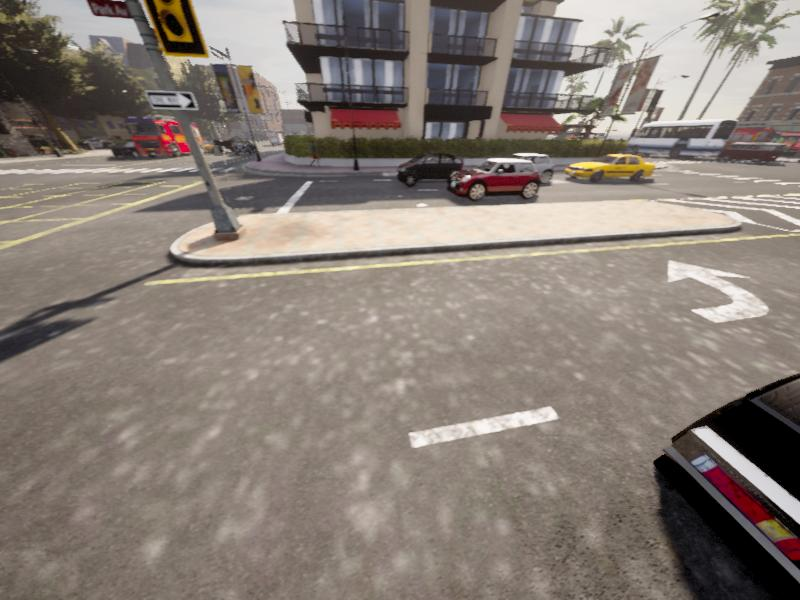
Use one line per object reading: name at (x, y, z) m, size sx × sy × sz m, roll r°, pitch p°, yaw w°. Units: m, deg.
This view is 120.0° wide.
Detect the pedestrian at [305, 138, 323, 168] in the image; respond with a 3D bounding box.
pedestrian at (-6.535, -11.189, 17.616) m, size 0.751 × 1.860 × 0.751 m, roll 0°, pitch 35°, yaw -1°

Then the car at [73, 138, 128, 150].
car at (-47.548, -24.858, 36.769) m, size 4.974 × 1.542 × 2.038 m, roll -5°, pitch 36°, yaw -8°

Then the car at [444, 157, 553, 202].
car at (4.209, -5.472, 10.388) m, size 3.806 × 1.475 × 1.970 m, roll -6°, pitch 36°, yaw -9°

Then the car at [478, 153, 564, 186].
car at (7.021, -7.813, 13.719) m, size 3.806 × 1.475 × 1.970 m, roll -5°, pitch 36°, yaw -9°

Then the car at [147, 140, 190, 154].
car at (-31.216, -20.793, 31.388) m, size 1.812 × 1.442 × 4.674 m, roll -6°, pitch 36°, yaw -9°

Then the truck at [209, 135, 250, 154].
truck at (-24.709, -22.913, 33.901) m, size 2.390 × 2.098 × 6.274 m, roll -6°, pitch 36°, yaw -9°

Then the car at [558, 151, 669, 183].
car at (13.402, -8.483, 14.676) m, size 5.366 × 1.575 × 1.801 m, roll -5°, pitch 36°, yaw -9°

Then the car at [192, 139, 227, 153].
car at (-28.422, -23.188, 34.678) m, size 1.801 × 1.575 × 5.366 m, roll -6°, pitch 36°, yaw -9°

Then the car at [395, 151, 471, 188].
car at (1.677, -7.317, 12.874) m, size 3.705 × 1.549 × 1.789 m, roll -6°, pitch 36°, yaw -9°

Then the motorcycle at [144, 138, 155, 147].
motorcycle at (-48.525, -30.588, 44.793) m, size 0.764 × 1.277 × 2.356 m, roll -34°, pitch 47°, yaw -25°

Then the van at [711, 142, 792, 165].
van at (40.112, -16.941, 26.615) m, size 1.775 × 1.987 × 4.442 m, roll -5°, pitch 36°, yaw -8°

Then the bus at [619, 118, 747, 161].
bus at (38.571, -22.635, 32.639) m, size 3.944 × 4.253 × 10.273 m, roll -5°, pitch 36°, yaw -8°

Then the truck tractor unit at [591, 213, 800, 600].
truck tractor unit at (5.349, 0.074, 0.282) m, size 6.516 × 4.208 × 3.053 m, roll -5°, pitch 36°, yaw -9°

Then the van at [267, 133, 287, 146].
van at (-29.945, -39.215, 56.429) m, size 2.351 × 2.431 × 6.366 m, roll -6°, pitch 36°, yaw -9°

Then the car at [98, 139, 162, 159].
car at (-29.970, -17.024, 25.943) m, size 1.930 × 1.638 × 5.238 m, roll -6°, pitch 36°, yaw -10°

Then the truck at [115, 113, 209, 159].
truck at (-26.773, -19.033, 26.932) m, size 2.891 × 3.827 × 8.468 m, roll -6°, pitch 36°, yaw -9°

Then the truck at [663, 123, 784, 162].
truck at (42.587, -21.309, 31.206) m, size 2.891 × 3.827 × 8.468 m, roll -5°, pitch 36°, yaw -8°

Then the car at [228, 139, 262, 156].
car at (-20.333, -20.180, 30.536) m, size 2.033 × 1.649 × 4.856 m, roll -6°, pitch 36°, yaw -9°
